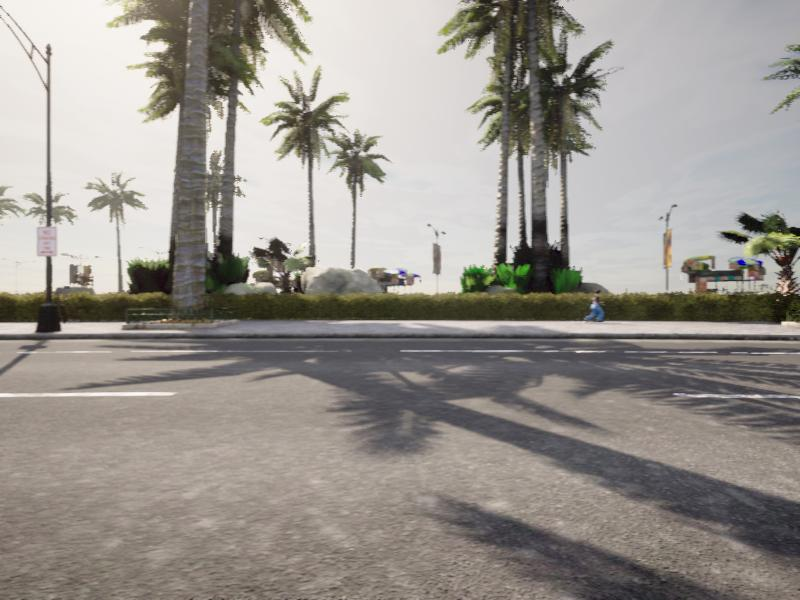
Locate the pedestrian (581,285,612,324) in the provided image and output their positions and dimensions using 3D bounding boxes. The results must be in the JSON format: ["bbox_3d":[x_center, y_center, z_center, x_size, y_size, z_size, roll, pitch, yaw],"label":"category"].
[{"bbox_3d":[6.839,0.147,13.945,0.751,1.300,0.751,0,0,4],"label":"pedestrian"}]
